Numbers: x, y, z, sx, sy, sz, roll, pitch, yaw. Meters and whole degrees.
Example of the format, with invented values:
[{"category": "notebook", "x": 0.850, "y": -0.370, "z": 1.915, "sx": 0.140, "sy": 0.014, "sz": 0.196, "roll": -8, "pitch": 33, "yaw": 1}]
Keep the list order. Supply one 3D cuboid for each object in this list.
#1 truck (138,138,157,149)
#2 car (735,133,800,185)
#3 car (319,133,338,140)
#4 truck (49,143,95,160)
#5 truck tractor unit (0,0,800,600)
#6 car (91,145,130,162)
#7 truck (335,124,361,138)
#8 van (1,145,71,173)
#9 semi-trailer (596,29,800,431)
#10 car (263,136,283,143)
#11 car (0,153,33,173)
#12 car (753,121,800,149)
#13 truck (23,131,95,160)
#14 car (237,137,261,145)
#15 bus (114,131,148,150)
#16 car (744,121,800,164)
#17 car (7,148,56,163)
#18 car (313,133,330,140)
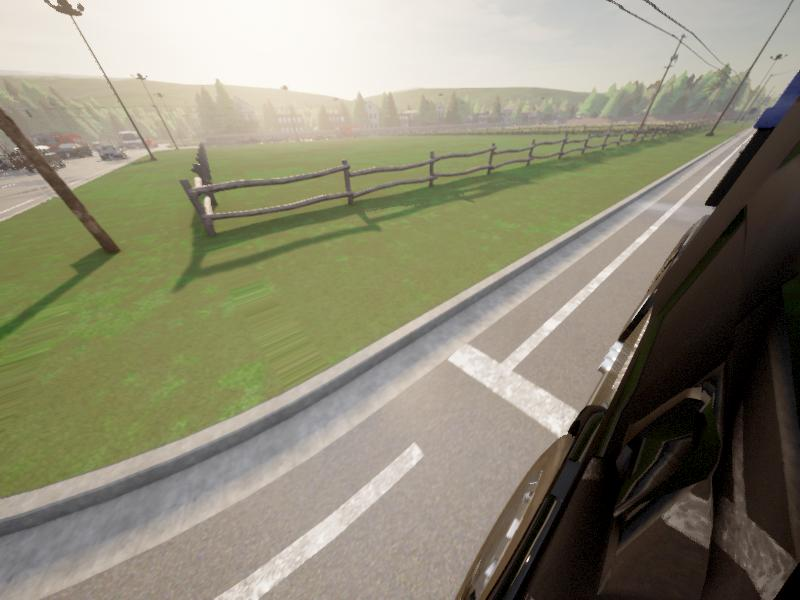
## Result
[{"category": "truck", "x": -73.396, "y": -45.597, "z": 67.198, "sx": 2.627, "sy": 2.467, "sz": 5.204, "roll": -26, "pitch": 43, "yaw": -28}, {"category": "car", "x": 15.925, "y": -5.844, "z": 9.415, "sx": 4.181, "sy": 1.385, "sz": 1.994, "roll": -27, "pitch": 43, "yaw": -29}, {"category": "car", "x": -23.733, "y": -54.364, "z": 76.764, "sx": 5.366, "sy": 1.575, "sz": 1.801, "roll": -26, "pitch": 43, "yaw": -28}, {"category": "truck", "x": -55.340, "y": -25.305, "z": 39.176, "sx": 2.390, "sy": 2.098, "sz": 6.274, "roll": -23, "pitch": 41, "yaw": -25}, {"category": "truck tractor unit", "x": 2.645, "y": -0.295, "z": 0.351, "sx": 6.516, "sy": 4.208, "sz": 3.053, "roll": -28, "pitch": 44, "yaw": -30}, {"category": "car", "x": -40.502, "y": -20.701, "z": 32.468, "sx": 2.242, "sy": 1.667, "sz": 4.611, "roll": -26, "pitch": 42, "yaw": -28}, {"category": "truck", "x": -18.508, "y": -60.548, "z": 82.834, "sx": 8.468, "sy": 3.827, "sz": 2.891, "roll": -26, "pitch": 43, "yaw": -28}, {"category": "van", "x": -36.283, "y": -14.257, "z": 23.255, "sx": 2.069, "sy": 2.038, "sz": 4.480, "roll": -26, "pitch": 42, "yaw": -28}, {"category": "semi-trailer", "x": 8.789, "y": -3.534, "z": 4.149, "sx": 14.254, "sy": 4.402, "sz": 2.717, "roll": -27, "pitch": 43, "yaw": -29}, {"category": "car", "x": -39.115, "y": -49.370, "z": 71.037, "sx": 4.792, "sy": 1.488, "sz": 2.163, "roll": -26, "pitch": 43, "yaw": -28}, {"category": "car", "x": -41.164, "y": -14.264, "z": 24.027, "sx": 1.816, "sy": 1.474, "sz": 4.193, "roll": -26, "pitch": 43, "yaw": -28}, {"category": "car", "x": 29.349, "y": -12.613, "z": 17.567, "sx": 4.792, "sy": 1.488, "sz": 2.163, "roll": -27, "pitch": 43, "yaw": -29}, {"category": "truck", "x": -61.292, "y": -28.204, "z": 41.980, "sx": 2.891, "sy": 3.827, "sz": 8.468, "roll": -17, "pitch": 39, "yaw": -19}, {"category": "car", "x": -42.639, "y": -45.038, "z": 65.295, "sx": 5.238, "sy": 1.638, "sz": 1.930, "roll": -26, "pitch": 43, "yaw": -28}, {"category": "bus", "x": -79.165, "y": -47.293, "z": 68.325, "sx": 3.944, "sy": 4.253, "sz": 10.273, "roll": -26, "pitch": 43, "yaw": -28}, {"category": "car", "x": 21.887, "y": -8.940, "z": 12.965, "sx": 5.027, "sy": 1.651, "sz": 2.152, "roll": -27, "pitch": 43, "yaw": -29}, {"category": "car", "x": -63.532, "y": -25.057, "z": 39.976, "sx": 2.152, "sy": 1.651, "sz": 5.027, "roll": -17, "pitch": 39, "yaw": -19}, {"category": "car", "x": -26.646, "y": -55.572, "z": 78.564, "sx": 5.008, "sy": 1.535, "sz": 1.882, "roll": -26, "pitch": 43, "yaw": -28}]
